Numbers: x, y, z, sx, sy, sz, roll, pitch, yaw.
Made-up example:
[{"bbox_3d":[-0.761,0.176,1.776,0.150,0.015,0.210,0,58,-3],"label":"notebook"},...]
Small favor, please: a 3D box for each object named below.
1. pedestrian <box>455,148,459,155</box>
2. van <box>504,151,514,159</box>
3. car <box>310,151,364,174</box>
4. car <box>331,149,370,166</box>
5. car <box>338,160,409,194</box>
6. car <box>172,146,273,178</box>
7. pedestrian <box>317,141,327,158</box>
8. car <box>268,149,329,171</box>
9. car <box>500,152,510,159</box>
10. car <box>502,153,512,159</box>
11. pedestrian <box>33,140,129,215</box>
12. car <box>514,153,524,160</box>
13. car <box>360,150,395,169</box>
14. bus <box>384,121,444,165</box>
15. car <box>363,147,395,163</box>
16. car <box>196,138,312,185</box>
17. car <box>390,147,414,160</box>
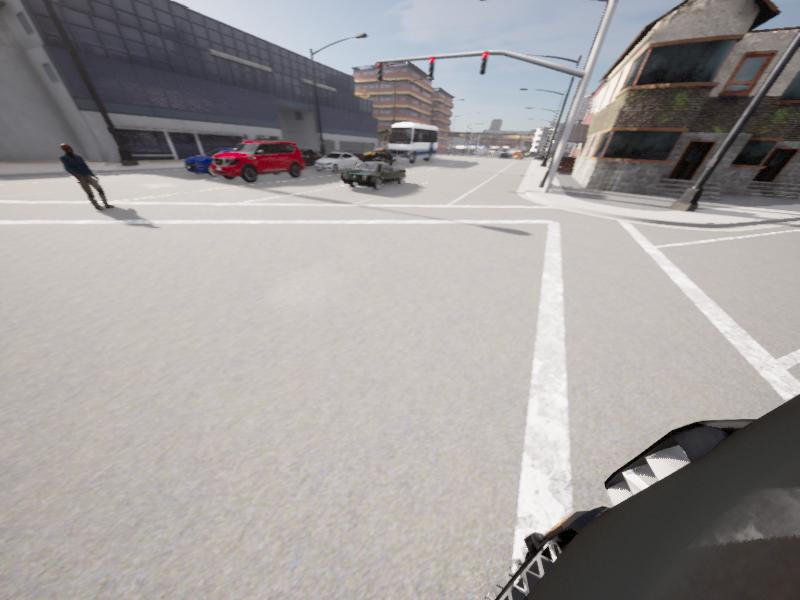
[{"bbox_3d":[19.246,-50.127,78.094,0.751,1.860,0.751,18,37,21],"label":"pedestrian"},{"bbox_3d":[36.194,-47.964,76.522,2.069,2.038,4.480,18,35,21],"label":"van"},{"bbox_3d":[-5.290,-12.019,20.067,1.812,1.442,4.674,18,37,21],"label":"car"},{"bbox_3d":[-5.483,-16.169,26.150,1.994,1.385,4.181,18,38,22],"label":"car"},{"bbox_3d":[-1.335,-7.506,13.819,1.895,1.301,4.718,18,37,21],"label":"car"},{"bbox_3d":[-11.709,-9.494,15.780,1.882,1.535,5.008,17,36,21],"label":"car"},{"bbox_3d":[-10.073,-19.456,29.869,0.751,1.860,0.751,27,40,31],"label":"pedestrian"},{"bbox_3d":[-8.792,-12.614,20.660,1.837,1.490,4.892,17,37,21],"label":"car"},{"bbox_3d":[30.239,-41.592,66.528,1.882,1.535,5.008,17,35,20],"label":"car"},{"bbox_3d":[33.042,-44.429,71.355,1.994,1.385,4.181,18,35,21],"label":"car"},{"bbox_3d":[-9.429,-3.649,6.935,0.751,1.860,0.751,12,35,13],"label":"pedestrian"},{"bbox_3d":[36.020,-43.359,69.828,1.882,1.535,5.008,18,35,21],"label":"car"},{"bbox_3d":[-2.335,-15.268,24.951,1.816,1.474,4.193,18,37,21],"label":"car"},{"bbox_3d":[2.162,-21.195,31.264,3.944,4.253,10.273,18,38,21],"label":"bus"},{"bbox_3d":[-2.634,-19.407,30.819,1.882,1.535,5.008,18,38,21],"label":"car"},{"bbox_3d":[-8.559,-8.729,14.418,2.150,2.045,5.566,18,37,21],"label":"car"},{"bbox_3d":[0.398,-22.771,35.847,1.812,1.442,4.674,18,38,21],"label":"car"}]
